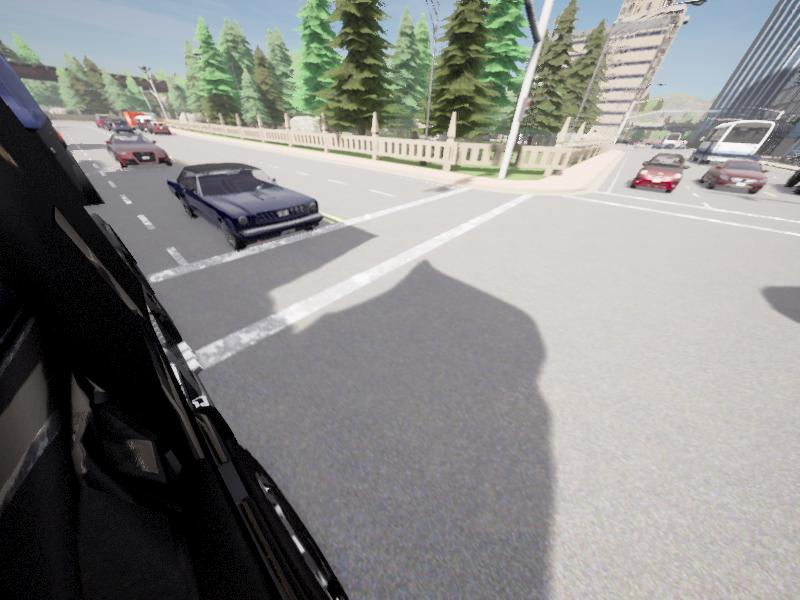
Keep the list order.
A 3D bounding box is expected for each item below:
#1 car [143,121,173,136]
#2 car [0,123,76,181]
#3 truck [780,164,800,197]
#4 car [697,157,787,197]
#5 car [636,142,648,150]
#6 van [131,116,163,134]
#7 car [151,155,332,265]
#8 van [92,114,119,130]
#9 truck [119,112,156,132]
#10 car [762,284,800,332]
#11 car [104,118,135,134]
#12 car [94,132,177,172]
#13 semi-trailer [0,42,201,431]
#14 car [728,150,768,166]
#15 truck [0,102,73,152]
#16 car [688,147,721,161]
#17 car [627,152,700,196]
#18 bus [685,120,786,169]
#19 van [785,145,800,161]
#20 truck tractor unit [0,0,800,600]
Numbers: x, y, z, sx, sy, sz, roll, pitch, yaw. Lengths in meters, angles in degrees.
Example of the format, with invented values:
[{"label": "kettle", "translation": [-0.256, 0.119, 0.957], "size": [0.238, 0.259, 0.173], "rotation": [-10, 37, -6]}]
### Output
[{"label": "car", "translation": [-34.350, -24.360, 32.791], "size": [3.806, 1.475, 1.970], "rotation": [28, 43, 30]}, {"label": "car", "translation": [-16.386, -6.598, 10.051], "size": [5.238, 1.638, 1.930], "rotation": [28, 44, 30]}, {"label": "truck", "translation": [24.963, -7.123, 13.088], "size": [6.274, 2.098, 2.390], "rotation": [-26, 45, -33]}, {"label": "car", "translation": [19.859, -7.443, 13.729], "size": [1.812, 1.442, 4.674], "rotation": [28, 44, 30]}, {"label": "car", "translation": [68.035, -43.448, 65.022], "size": [1.801, 1.575, 5.366], "rotation": [28, 44, 30]}, {"label": "van", "translation": [-39.117, -27.143, 35.734], "size": [4.480, 2.038, 2.069], "rotation": [28, 44, 30]}, {"label": "car", "translation": [-4.019, -2.572, 5.762], "size": [4.718, 1.301, 1.895], "rotation": [28, 44, 30]}, {"label": "van", "translation": [-49.493, -29.938, 38.840], "size": [4.442, 1.987, 1.775], "rotation": [28, 44, 30]}, {"label": "truck", "translation": [-44.412, -30.157, 39.062], "size": [5.204, 2.467, 2.627], "rotation": [28, 44, 30]}, {"label": "car", "translation": [8.533, 0.195, 2.608], "size": [5.027, 1.651, 2.152], "rotation": [0, 37, -4]}, {"label": "car", "translation": [-38.900, -24.113, 32.053], "size": [3.988, 1.617, 1.851], "rotation": [28, 44, 30]}, {"label": "car", "translation": [-14.024, -7.959, 12.258], "size": [4.181, 1.385, 1.994], "rotation": [28, 44, 30]}, {"label": "semi-trailer", "translation": [-8.688, -3.613, 4.236], "size": [14.254, 4.402, 2.717], "rotation": [28, 44, 30]}, {"label": "car", "translation": [46.475, -19.031, 30.968], "size": [1.816, 1.474, 4.193], "rotation": [28, 44, 30]}, {"label": "truck", "translation": [-25.338, -11.728, 15.644], "size": [5.204, 2.467, 2.627], "rotation": [28, 43, 30]}, {"label": "car", "translation": [46.906, -22.587, 35.727], "size": [2.128, 1.511, 4.902], "rotation": [28, 44, 30]}, {"label": "car", "translation": [14.354, -7.075, 12.739], "size": [1.851, 1.617, 3.988], "rotation": [30, 45, 31]}, {"label": "bus", "translation": [40.268, -19.254, 28.536], "size": [3.944, 4.253, 10.273], "rotation": [28, 44, 30]}, {"label": "van", "translation": [77.407, -26.649, 42.302], "size": [6.366, 2.431, 2.351], "rotation": [28, 44, 30]}, {"label": "truck tractor unit", "translation": [-2.645, -0.295, 0.351], "size": [6.516, 4.208, 3.053], "rotation": [28, 44, 30]}]
